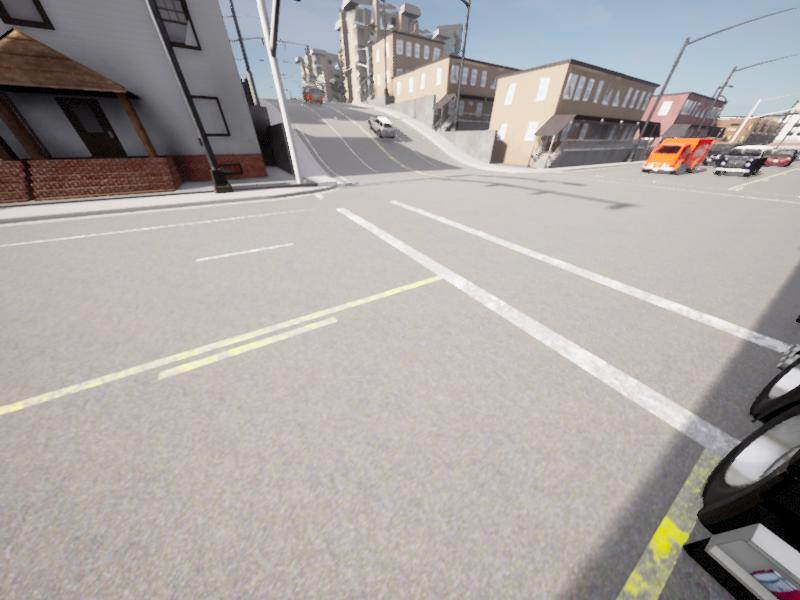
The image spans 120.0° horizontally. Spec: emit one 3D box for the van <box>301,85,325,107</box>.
[{"bbox_3d":[-12.085,-28.333,32.103,1.775,1.987,4.442,-18,47,-24],"label":"van"}]

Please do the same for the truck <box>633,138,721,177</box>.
[{"bbox_3d":[22.958,-11.971,19.230,5.204,2.467,2.627,-18,39,-23],"label":"truck"}]

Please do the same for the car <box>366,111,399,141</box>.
[{"bbox_3d":[-2.034,-19.503,25.883,1.970,1.475,3.806,-19,59,-25],"label":"car"}]

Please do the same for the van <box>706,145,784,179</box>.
[{"bbox_3d":[26.820,-10.819,17.994,4.480,2.038,2.069,-18,39,-24],"label":"van"}]

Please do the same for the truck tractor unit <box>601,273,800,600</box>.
[{"bbox_3d":[5.122,-0.290,0.757,6.516,4.208,3.053,-18,39,-23],"label":"truck tractor unit"}]

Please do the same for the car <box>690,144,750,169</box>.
[{"bbox_3d":[34.497,-15.603,24.925,5.566,2.045,2.150,-19,39,-24],"label":"car"}]
